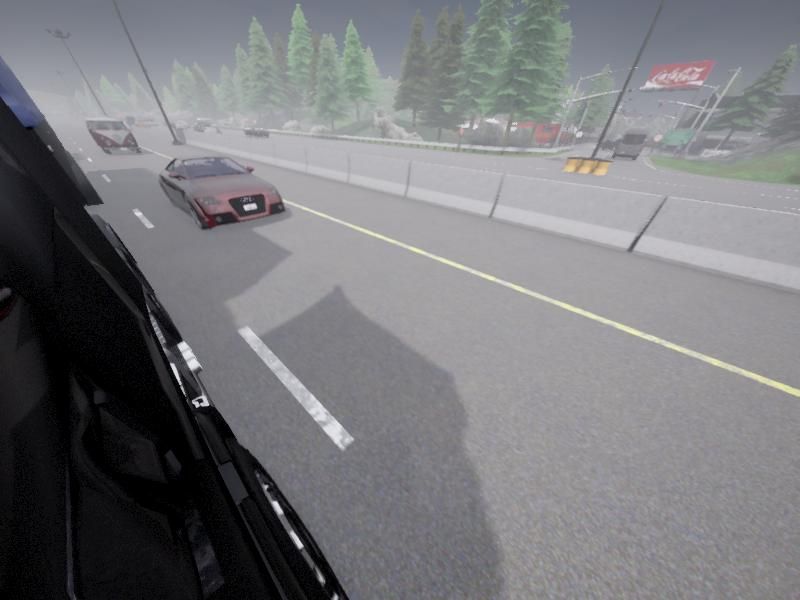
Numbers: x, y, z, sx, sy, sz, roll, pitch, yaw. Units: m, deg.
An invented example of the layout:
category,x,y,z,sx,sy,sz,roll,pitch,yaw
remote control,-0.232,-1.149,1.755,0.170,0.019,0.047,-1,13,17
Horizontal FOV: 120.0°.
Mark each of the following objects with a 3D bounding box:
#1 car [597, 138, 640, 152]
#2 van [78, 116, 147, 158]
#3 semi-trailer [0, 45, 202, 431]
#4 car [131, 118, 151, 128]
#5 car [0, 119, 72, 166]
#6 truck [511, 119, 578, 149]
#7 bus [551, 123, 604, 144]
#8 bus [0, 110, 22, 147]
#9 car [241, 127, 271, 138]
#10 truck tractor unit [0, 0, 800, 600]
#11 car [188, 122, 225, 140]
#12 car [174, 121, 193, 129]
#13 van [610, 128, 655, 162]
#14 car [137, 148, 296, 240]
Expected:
category,x,y,z,sx,sy,sz,roll,pitch,yaw
car,35.362,-25.066,37.389,5.008,1.535,1.882,-3,38,-7
van,-19.309,-11.000,15.517,4.442,1.987,1.775,28,44,30
semi-trailer,-8.708,-3.590,4.231,14.254,4.402,2.717,28,44,30
car,-58.384,-39.873,52.089,5.366,1.575,1.801,28,44,30
car,-20.120,-8.603,12.447,4.553,1.767,2.097,28,44,30
truck,24.543,-28.569,39.724,8.468,3.827,2.891,29,44,31
bus,48.264,-45.584,63.261,10.273,4.253,3.944,28,44,30
bus,-34.135,-14.406,17.340,10.273,4.253,3.944,29,45,31
car,-22.495,-26.164,36.059,4.718,1.301,1.895,28,44,30
truck tractor unit,-2.645,-0.295,0.351,6.516,4.208,3.053,28,44,30
car,-25.904,-22.611,30.882,5.027,1.651,2.152,28,44,30
car,-51.622,-41.731,55.015,4.674,1.442,1.812,28,44,30
van,23.637,-15.890,23.579,1.988,2.561,5.915,28,44,30
car,-5.112,-3.191,6.434,4.181,1.385,1.994,28,44,30
